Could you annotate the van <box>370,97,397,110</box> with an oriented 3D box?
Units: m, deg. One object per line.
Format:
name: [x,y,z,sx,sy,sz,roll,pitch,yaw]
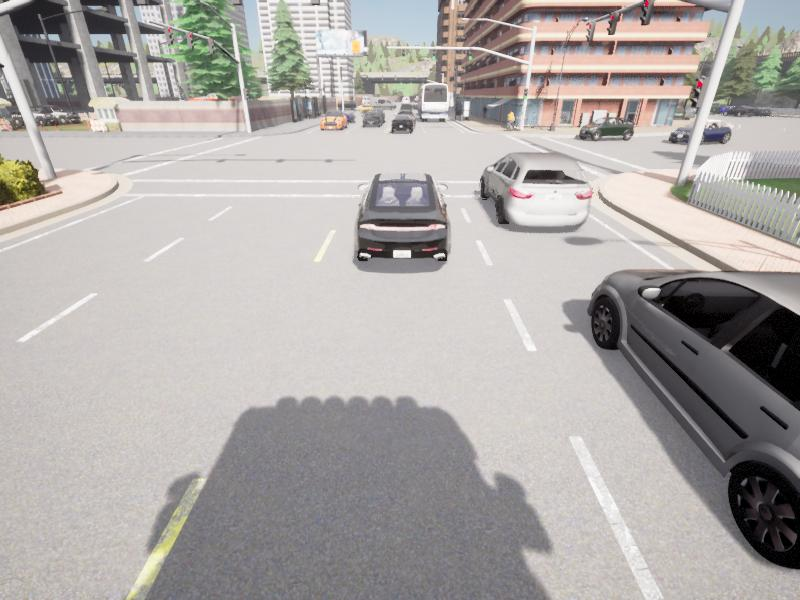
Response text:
van: [-3.692,-44.292,90.199,5.915,2.561,1.988,1,27,1]

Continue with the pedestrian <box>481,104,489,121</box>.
pedestrian: [10.573,-23.384,49.819,0.751,1.860,0.751,0,27,0]

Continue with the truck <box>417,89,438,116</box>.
truck: [4.498,-32.993,66.789,2.891,3.827,8.468,0,27,1]

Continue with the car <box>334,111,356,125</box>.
car: [-6.336,-21.255,46.676,1.895,1.301,4.718,0,27,1]

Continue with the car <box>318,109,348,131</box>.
car: [-6.454,-17.643,39.083,2.097,1.767,4.553,0,27,1]

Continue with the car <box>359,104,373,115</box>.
car: [-5.956,-33.651,70.590,1.882,1.535,5.008,0,27,1]

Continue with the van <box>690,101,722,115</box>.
van: [51.571,-32.370,67.460,1.775,1.987,4.442,1,27,1]

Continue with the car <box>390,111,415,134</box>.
car: [0.305,-16.361,36.750,1.930,1.638,5.238,2,27,4]

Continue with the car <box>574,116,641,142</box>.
car: [15.048,-12.468,29.126,3.705,1.549,1.789,-5,28,-10]

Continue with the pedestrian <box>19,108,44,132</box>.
pedestrian: [-30.872,-15.077,33.506,0.751,1.860,0.751,-5,28,-9]

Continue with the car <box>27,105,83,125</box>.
car: [-36.821,-19.800,42.779,3.866,1.878,1.905,0,27,1]

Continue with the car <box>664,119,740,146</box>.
car: [20.350,-11.362,27.051,3.806,1.475,1.970,-9,29,-18]

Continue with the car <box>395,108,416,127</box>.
car: [0.606,-19.975,43.765,2.242,1.667,4.611,0,27,1]

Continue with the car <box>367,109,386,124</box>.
car: [-2.803,-22.368,48.629,1.837,1.490,4.892,0,27,1]

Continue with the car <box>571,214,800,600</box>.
car: [3.494,0.486,3.926,1.851,1.617,3.988,0,27,1]

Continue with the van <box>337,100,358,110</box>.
van: [-11.806,-44.100,90.479,4.442,1.987,1.775,1,27,1]

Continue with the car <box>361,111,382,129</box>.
car: [-2.902,-19.080,42.215,1.837,1.490,4.892,0,27,1]

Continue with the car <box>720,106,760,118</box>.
car: [51.404,-28.574,60.587,1.837,1.490,4.892,1,27,1]

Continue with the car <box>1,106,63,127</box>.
car: [-36.858,-18.458,40.162,3.866,1.878,1.905,0,27,1]

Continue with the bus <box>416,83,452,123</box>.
bus: [4.140,-25.643,51.993,3.944,4.253,10.273,0,27,1]

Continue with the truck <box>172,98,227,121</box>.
truck: [-25.065,-23.973,50.345,5.204,2.467,2.615,0,27,1]

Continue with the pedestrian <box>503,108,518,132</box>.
pedestrian: [9.344,-15.272,33.924,0.751,1.860,0.751,-5,28,-11]

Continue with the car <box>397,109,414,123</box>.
car: [0.727,-23.155,50.273,2.033,1.411,5.357,0,27,1]

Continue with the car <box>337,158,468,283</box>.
car: [0.064,-2.093,9.056,2.128,1.511,4.902,0,27,0]

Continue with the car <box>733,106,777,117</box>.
car: [54.947,-29.300,62.105,2.033,1.411,5.357,1,27,1]

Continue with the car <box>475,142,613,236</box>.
car: [3.661,-3.342,11.324,2.242,1.667,4.611,1,27,1]

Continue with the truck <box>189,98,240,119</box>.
truck: [-25.011,-25.939,54.181,5.204,2.467,2.615,0,27,1]
